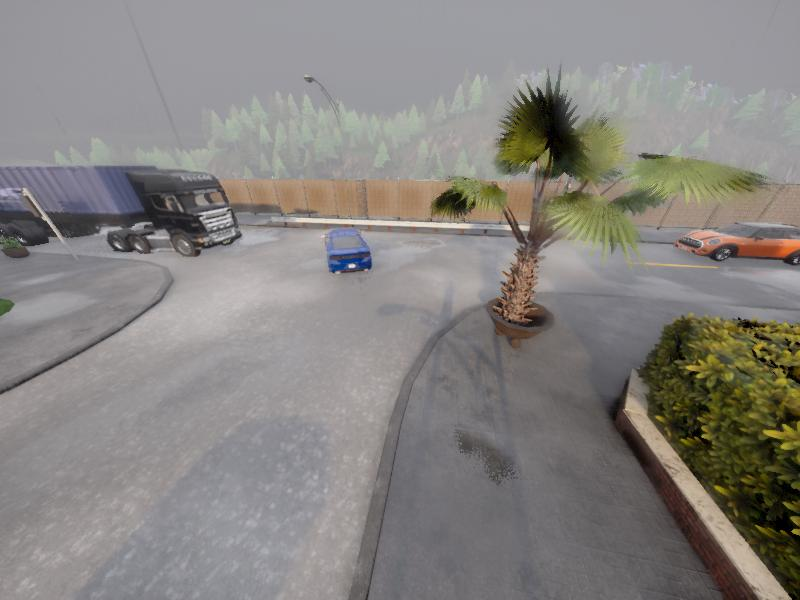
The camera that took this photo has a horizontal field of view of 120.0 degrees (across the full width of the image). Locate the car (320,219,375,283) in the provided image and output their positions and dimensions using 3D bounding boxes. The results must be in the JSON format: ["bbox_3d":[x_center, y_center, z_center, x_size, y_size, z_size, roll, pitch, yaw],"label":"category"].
[{"bbox_3d":[-2.732,-2.688,11.331,1.882,1.535,5.008,-9,31,-16],"label":"car"}]

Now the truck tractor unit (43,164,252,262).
[{"bbox_3d":[-12.541,-4.744,12.240,6.516,4.208,3.053,5,31,9],"label":"truck tractor unit"}]

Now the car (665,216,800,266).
[{"bbox_3d":[17.471,-3.080,11.753,4.553,1.767,2.097,5,30,9],"label":"car"}]

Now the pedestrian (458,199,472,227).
[{"bbox_3d":[4.928,-6.592,17.513,0.751,1.860,0.751,6,30,10],"label":"pedestrian"}]

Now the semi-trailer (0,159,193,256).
[{"bbox_3d":[-20.340,-5.532,13.372,14.254,4.402,2.717,5,30,9],"label":"semi-trailer"}]
